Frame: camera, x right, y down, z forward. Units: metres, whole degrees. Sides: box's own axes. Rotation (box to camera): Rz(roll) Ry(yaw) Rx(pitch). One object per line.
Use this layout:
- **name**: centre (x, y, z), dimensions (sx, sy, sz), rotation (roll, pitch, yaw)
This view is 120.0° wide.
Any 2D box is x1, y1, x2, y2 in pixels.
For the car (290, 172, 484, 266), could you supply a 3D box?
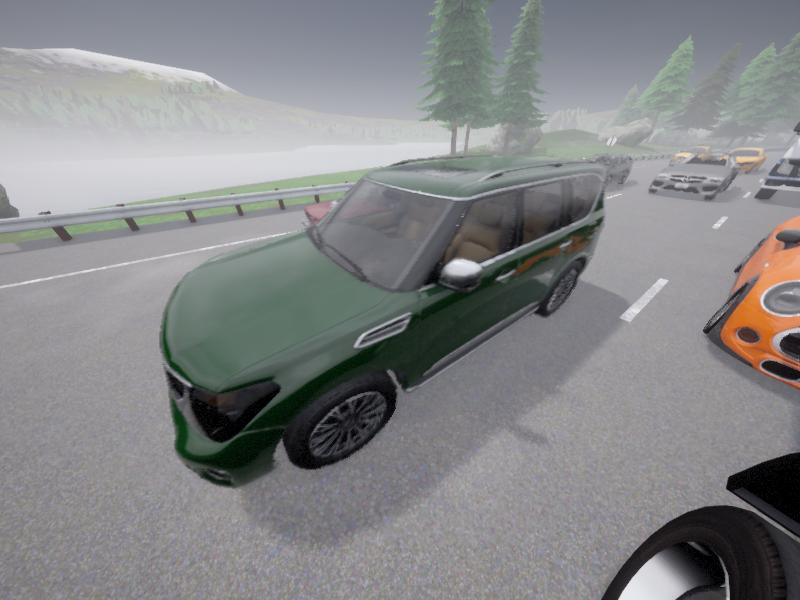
- **car**: centre (-0.148, -2.489, 6.329), dimensions (4.718, 1.301, 1.895), rotation (-22, 41, -28)

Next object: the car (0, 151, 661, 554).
- **car**: centre (0.458, -0.582, 2.967), dimensions (5.566, 2.045, 2.150), rotation (-22, 40, -28)

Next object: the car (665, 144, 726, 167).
- **car**: centre (27.572, -13.530, 21.563), dimensions (5.366, 1.575, 1.801), rotation (-17, 39, -23)

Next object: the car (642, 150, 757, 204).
- **car**: centre (13.989, -5.902, 10.793), dimensions (5.027, 1.651, 2.152), rotation (-22, 41, -28)

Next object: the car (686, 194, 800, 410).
- **car**: centre (6.016, -0.269, 2.723), dimensions (4.553, 1.767, 2.097), rotation (-22, 41, -28)

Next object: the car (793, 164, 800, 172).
- **car**: centre (32.184, -10.393, 17.001), dimensions (4.611, 1.667, 2.242), rotation (-17, 39, -23)

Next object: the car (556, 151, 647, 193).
- **car**: centre (10.946, -7.088, 12.581), dimensions (4.514, 1.525, 2.007), rotation (-22, 41, -28)

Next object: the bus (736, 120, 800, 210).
- **bus**: centre (19.246, -6.572, 9.421), dimensions (10.273, 4.253, 3.944), rotation (-22, 41, -28)

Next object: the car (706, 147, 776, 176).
- **car**: centre (25.388, -10.410, 17.187), dimensions (5.008, 1.535, 1.882), rotation (-20, 40, -26)
